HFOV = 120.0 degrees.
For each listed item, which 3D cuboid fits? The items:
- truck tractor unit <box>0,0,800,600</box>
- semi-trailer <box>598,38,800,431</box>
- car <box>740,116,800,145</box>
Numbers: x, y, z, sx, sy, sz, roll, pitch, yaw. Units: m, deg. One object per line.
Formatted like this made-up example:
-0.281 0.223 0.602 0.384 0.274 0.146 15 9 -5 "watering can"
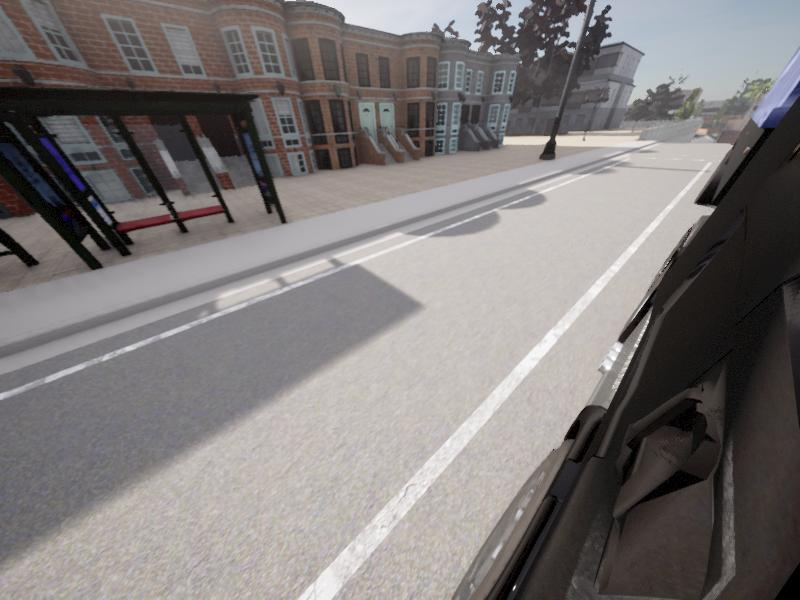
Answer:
2.645 -0.295 0.351 6.516 4.208 3.053 -28 44 -30 "truck tractor unit"
8.671 -3.622 4.258 14.254 4.402 2.717 -28 44 -30 "semi-trailer"
30.767 -14.047 19.279 4.553 1.767 2.097 -26 43 -32 "car"
